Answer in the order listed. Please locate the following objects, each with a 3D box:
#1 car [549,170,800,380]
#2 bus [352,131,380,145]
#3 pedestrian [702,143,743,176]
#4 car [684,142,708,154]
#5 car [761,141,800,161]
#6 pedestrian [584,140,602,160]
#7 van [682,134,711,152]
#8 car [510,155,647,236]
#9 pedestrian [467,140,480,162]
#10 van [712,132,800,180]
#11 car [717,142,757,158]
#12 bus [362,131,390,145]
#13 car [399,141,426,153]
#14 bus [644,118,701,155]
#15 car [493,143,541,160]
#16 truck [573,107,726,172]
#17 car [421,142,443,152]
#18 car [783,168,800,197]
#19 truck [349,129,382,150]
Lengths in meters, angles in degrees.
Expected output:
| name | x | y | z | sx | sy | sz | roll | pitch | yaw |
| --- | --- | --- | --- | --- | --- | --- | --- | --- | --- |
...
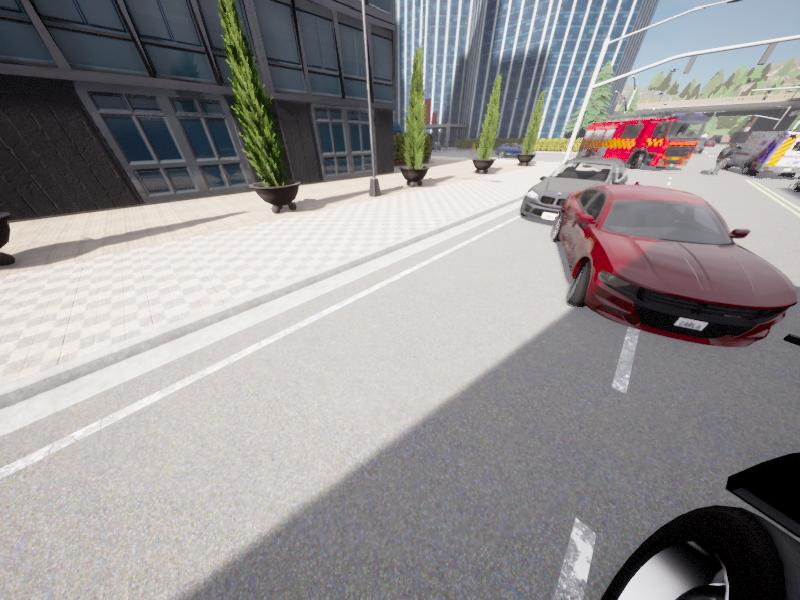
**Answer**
| name | x | y | z | sx | sy | sz | roll | pitch | yaw |
| --- | --- | --- | --- | --- | --- | --- | --- | --- | --- |
| car | 4.315 | -1.258 | 4.334 | 1.882 | 1.535 | 5.008 | 14 | 37 | 20 |
| bus | -12.963 | -62.570 | 89.368 | 3.944 | 4.253 | 10.273 | 30 | 45 | 35 |
| pedestrian | 21.501 | -9.394 | 15.449 | 0.751 | 1.860 | 0.751 | -22 | 40 | -27 |
| car | 46.263 | -23.848 | 36.208 | 1.812 | 1.442 | 4.674 | 30 | 45 | 35 |
| car | 44.405 | -17.138 | 26.478 | 2.242 | 1.667 | 4.611 | 29 | 45 | 35 |
| pedestrian | 22.380 | -17.421 | 26.864 | 0.751 | 1.860 | 0.751 | -17 | 38 | -22 |
| van | 51.707 | -27.492 | 40.395 | 1.988 | 2.561 | 5.915 | 29 | 45 | 35 |
| car | 6.094 | -3.804 | 7.847 | 4.611 | 1.667 | 2.242 | -28 | 43 | -34 |
| pedestrian | 7.337 | -14.970 | 23.237 | 0.751 | 1.860 | 0.751 | 21 | 40 | 27 |
| van | 25.597 | -10.110 | 15.980 | 2.351 | 2.431 | 6.366 | 19 | 40 | 25 |
| car | 44.215 | -19.821 | 30.435 | 2.128 | 1.511 | 4.902 | 29 | 45 | 35 |
| bus | -8.939 | -62.254 | 88.883 | 3.944 | 4.253 | 10.273 | 30 | 45 | 35 |
| car | 2.312 | -28.790 | 43.421 | 4.611 | 1.667 | 2.242 | 29 | 45 | 35 |
| bus | 43.135 | -25.937 | 36.765 | 3.944 | 4.253 | 10.273 | 29 | 45 | 35 |
| car | 14.751 | -19.022 | 29.451 | 4.856 | 1.649 | 2.033 | 29 | 45 | 35 |
| truck | 20.140 | -13.763 | 20.012 | 2.891 | 3.827 | 8.468 | -3 | 35 | -4 |
| car | 6.059 | -29.463 | 44.445 | 3.705 | 1.549 | 1.789 | 29 | 45 | 35 |
| car | 18.923 | -5.081 | 9.565 | 1.930 | 1.638 | 5.238 | 29 | 45 | 35 |
| truck | -8.372 | -38.447 | 55.375 | 8.468 | 3.827 | 2.891 | 29 | 44 | 35 |
